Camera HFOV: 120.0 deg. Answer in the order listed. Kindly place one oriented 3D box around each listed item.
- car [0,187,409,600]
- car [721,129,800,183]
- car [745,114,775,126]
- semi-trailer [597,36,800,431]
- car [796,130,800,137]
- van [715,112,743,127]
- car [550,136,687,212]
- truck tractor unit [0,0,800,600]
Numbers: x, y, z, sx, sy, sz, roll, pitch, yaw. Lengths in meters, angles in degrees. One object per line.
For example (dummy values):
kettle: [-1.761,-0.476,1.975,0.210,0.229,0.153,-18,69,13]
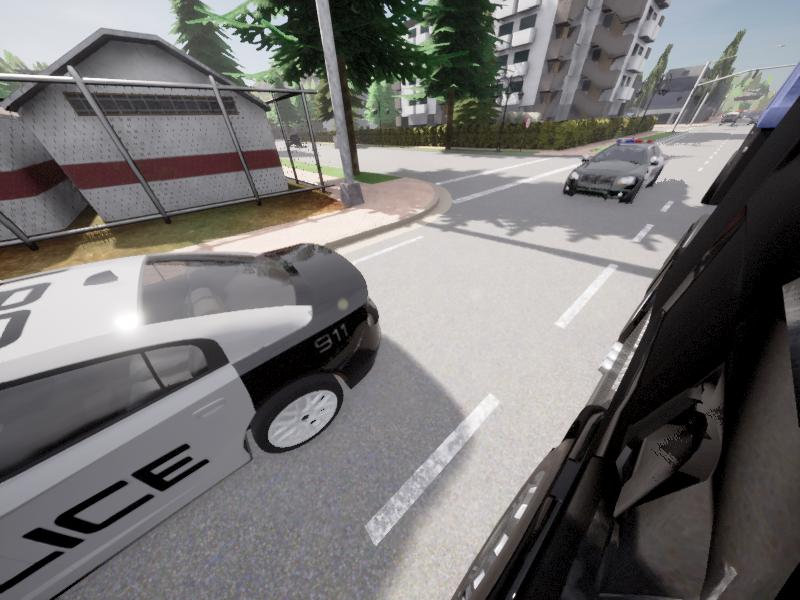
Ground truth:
car: [-2.546,0.792,1.374,5.238,1.638,1.930,-28,44,-30]
car: [15.514,-6.060,9.550,3.806,1.475,1.970,-28,43,-30]
car: [65.372,-32.767,42.076,4.792,1.488,2.163,-32,45,-33]
semi-trailer: [8.729,-3.585,4.194,14.254,4.402,2.717,-28,43,-29]
car: [39.551,-16.264,21.565,5.366,1.575,1.801,-28,44,-30]
van: [60.705,-33.278,42.588,4.480,2.038,2.069,-28,44,-30]
car: [7.698,-4.655,8.096,4.974,1.542,2.038,-28,44,-30]
truck tractor unit: [2.645,-0.295,0.351,6.516,4.208,3.053,-28,44,-30]
